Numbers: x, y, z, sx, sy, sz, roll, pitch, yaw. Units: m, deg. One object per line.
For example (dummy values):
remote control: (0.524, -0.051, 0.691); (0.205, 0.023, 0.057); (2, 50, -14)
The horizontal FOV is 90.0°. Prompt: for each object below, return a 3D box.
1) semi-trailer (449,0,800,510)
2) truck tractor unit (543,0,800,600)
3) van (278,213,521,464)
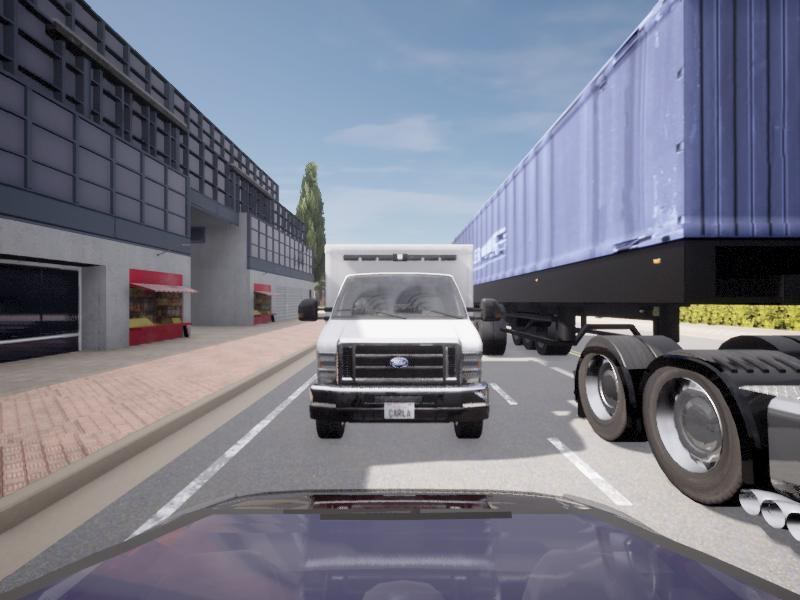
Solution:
semi-trailer: (3.491, -0.619, 10.165); (2.717, 4.402, 14.254); (0, 0, 0)
truck tractor unit: (3.498, -0.516, 2.253); (3.053, 4.208, 6.516); (0, 0, 0)
van: (-0.008, 0.377, 7.059); (2.351, 2.431, 6.366); (0, 0, 0)
